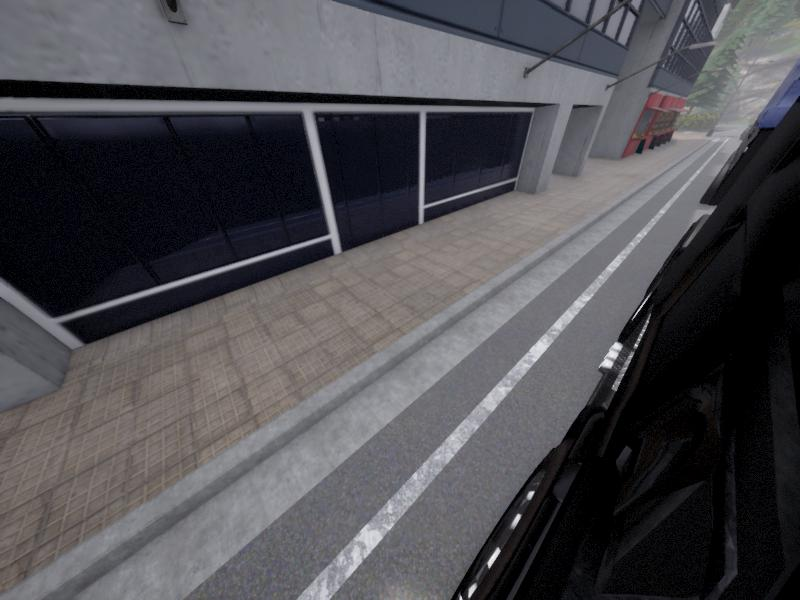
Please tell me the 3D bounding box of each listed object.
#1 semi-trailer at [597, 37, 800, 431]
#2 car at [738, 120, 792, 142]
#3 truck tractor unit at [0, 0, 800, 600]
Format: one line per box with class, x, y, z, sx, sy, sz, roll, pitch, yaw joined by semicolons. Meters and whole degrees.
semi-trailer;8.720;-3.592;4.204;14.254;4.402;2.717;-28;44;-29
car;32.370;-15.097;20.636;4.181;1.385;1.994;-29;44;-31
truck tractor unit;2.645;-0.295;0.351;6.516;4.208;3.053;-28;44;-30
